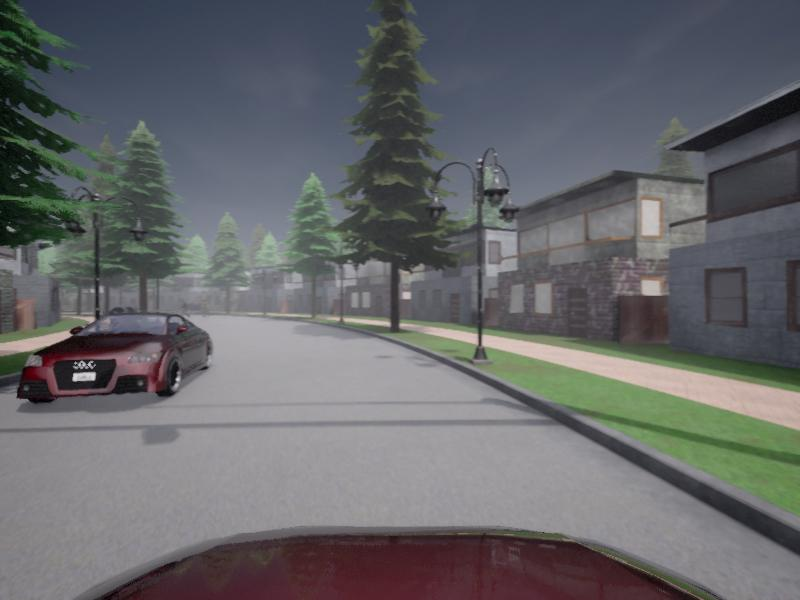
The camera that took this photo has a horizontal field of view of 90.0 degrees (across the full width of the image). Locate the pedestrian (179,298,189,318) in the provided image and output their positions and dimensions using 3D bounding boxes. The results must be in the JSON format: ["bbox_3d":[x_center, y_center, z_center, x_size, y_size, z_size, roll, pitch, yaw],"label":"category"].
[{"bbox_3d":[-20.029,0.758,37.117,0.751,1.860,0.751,0,0,-33],"label":"pedestrian"}]

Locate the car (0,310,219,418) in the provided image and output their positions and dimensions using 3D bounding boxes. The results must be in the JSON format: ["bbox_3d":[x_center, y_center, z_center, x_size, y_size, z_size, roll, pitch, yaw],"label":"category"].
[{"bbox_3d":[-5.036,0.935,7.746,1.994,1.385,4.181,0,0,-13],"label":"car"}]

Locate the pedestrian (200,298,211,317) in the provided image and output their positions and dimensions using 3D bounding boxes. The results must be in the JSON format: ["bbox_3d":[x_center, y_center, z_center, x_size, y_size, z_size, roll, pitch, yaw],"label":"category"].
[{"bbox_3d":[-19.211,0.757,39.453,0.751,1.860,0.751,0,0,43],"label":"pedestrian"}]
